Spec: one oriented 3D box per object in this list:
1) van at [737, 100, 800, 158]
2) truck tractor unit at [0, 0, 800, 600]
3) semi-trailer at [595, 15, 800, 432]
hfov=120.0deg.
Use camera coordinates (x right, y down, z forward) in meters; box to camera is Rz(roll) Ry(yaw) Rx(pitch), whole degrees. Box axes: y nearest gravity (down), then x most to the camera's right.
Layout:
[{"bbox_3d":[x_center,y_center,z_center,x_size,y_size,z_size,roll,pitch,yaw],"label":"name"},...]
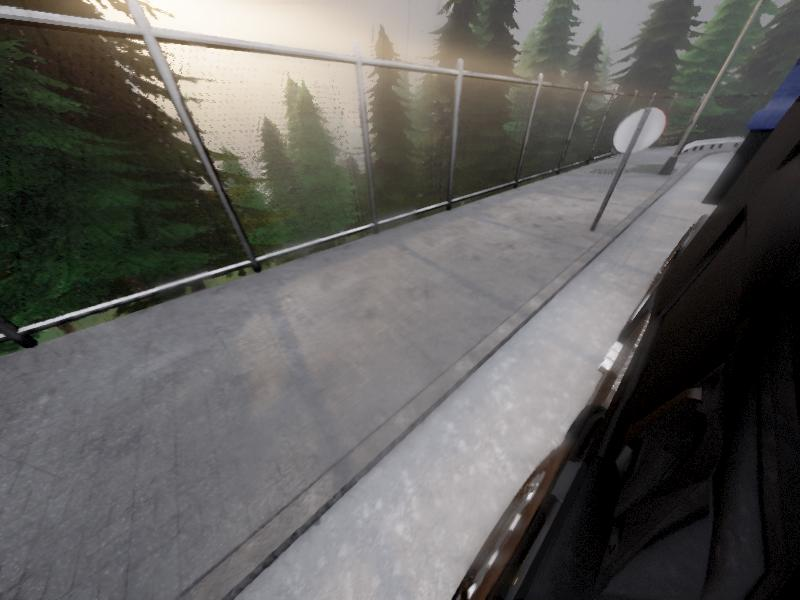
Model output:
[{"bbox_3d":[24.183,-9.718,13.012,5.915,2.561,1.988,-3,35,0],"label":"van"},{"bbox_3d":[2.645,-0.295,0.352,6.516,4.208,3.053,-28,44,-30],"label":"truck tractor unit"},{"bbox_3d":[8.871,-3.477,4.056,14.254,4.402,2.717,-26,42,-28],"label":"semi-trailer"}]
